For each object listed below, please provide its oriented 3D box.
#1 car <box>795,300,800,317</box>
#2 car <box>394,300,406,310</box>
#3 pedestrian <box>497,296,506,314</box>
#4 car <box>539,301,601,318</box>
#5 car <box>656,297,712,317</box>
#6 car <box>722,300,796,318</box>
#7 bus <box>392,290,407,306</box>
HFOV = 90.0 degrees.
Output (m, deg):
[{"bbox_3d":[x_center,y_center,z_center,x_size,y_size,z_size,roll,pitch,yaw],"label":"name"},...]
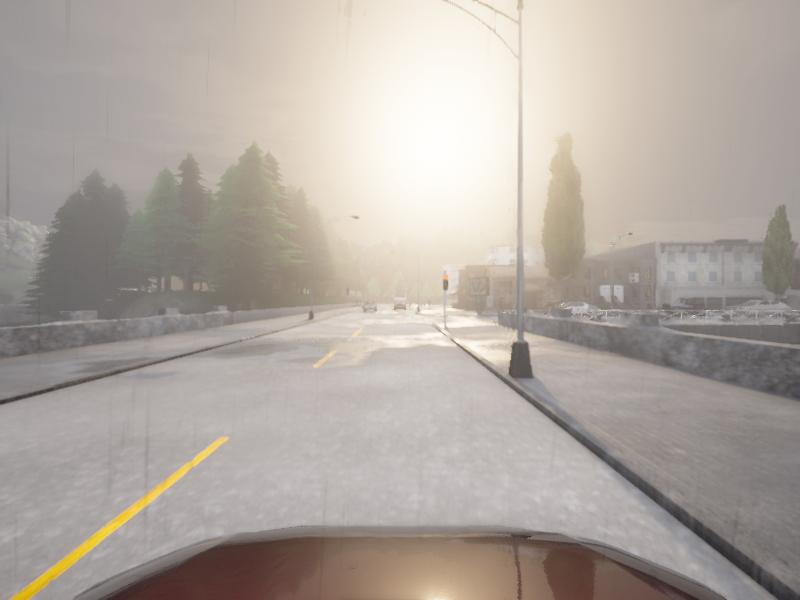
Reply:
[{"bbox_3d":[40.233,0.796,37.811,3.988,1.617,1.851,0,0,0],"label":"car"},{"bbox_3d":[0.006,0.842,66.917,2.038,1.542,4.974,0,0,0],"label":"car"},{"bbox_3d":[11.052,0.534,43.563,0.751,1.860,0.751,0,0,-6],"label":"pedestrian"},{"bbox_3d":[15.955,0.832,37.779,4.974,1.542,2.038,0,0,0],"label":"car"},{"bbox_3d":[26.776,0.655,37.789,3.866,1.878,1.905,0,0,0],"label":"car"},{"bbox_3d":[33.843,0.788,37.797,5.027,1.651,2.152,0,0,0],"label":"car"},{"bbox_3d":[-0.114,-0.517,107.552,3.944,4.253,10.273,0,0,0],"label":"bus"}]
